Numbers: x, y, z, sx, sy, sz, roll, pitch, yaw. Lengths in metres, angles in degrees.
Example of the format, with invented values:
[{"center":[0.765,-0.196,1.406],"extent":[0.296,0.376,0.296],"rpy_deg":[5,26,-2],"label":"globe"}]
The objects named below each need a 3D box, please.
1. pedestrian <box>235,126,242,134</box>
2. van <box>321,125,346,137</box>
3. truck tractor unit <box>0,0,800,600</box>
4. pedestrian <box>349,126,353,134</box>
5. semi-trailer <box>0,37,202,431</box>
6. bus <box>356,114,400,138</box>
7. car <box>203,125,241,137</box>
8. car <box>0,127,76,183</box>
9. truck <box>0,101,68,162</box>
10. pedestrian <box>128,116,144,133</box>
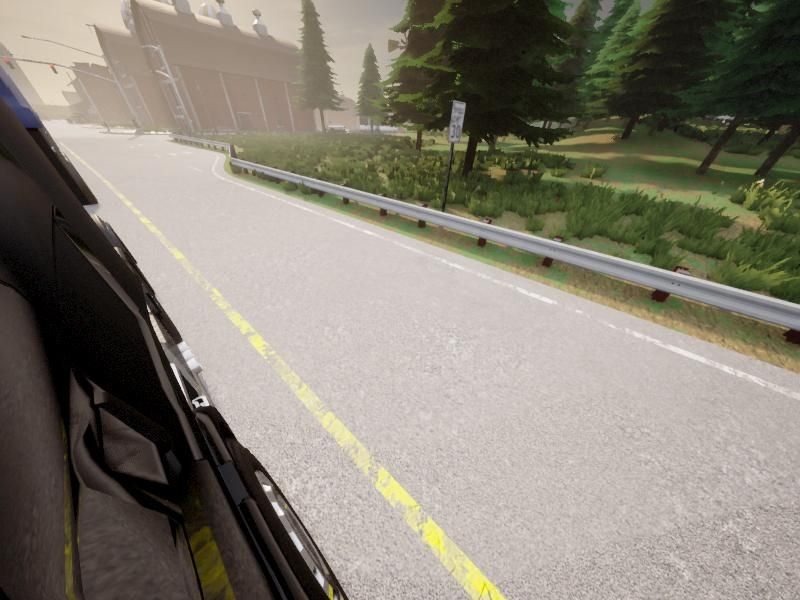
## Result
[{"center":[-28.389,-29.864,40.618],"extent":[0.500,1.100,0.500],"rpy_deg":[29,44,30],"label":"pedestrian"},{"center":[-14.161,-36.236,49.535],"extent":[2.069,2.038,4.480],"rpy_deg":[28,43,29],"label":"van"},{"center":[-2.645,-0.295,0.351],"extent":[6.516,4.208,3.053],"rpy_deg":[28,44,30],"label":"truck tractor unit"},{"center":[-14.299,-49.625,67.279],"extent":[0.751,1.860,0.751],"rpy_deg":[21,40,22],"label":"pedestrian"},{"center":[-8.746,-3.573,4.180],"extent":[14.254,4.402,2.717],"rpy_deg":[28,43,29],"label":"semi-trailer"},{"center":[-4.828,-40.447,53.902],"extent":[3.944,4.253,10.273],"rpy_deg":[28,43,29],"label":"bus"},{"center":[-27.761,-26.434,36.143],"extent":[1.994,1.385,4.181],"rpy_deg":[27,43,29],"label":"car"},{"center":[-16.060,-6.230,9.719],"extent":[4.902,1.511,2.128],"rpy_deg":[27,43,29],"label":"car"},{"center":[-21.925,-9.537,12.950],"extent":[5.204,2.467,2.627],"rpy_deg":[27,43,28],"label":"truck"},{"center":[-36.697,-24.370,32.111],"extent":[0.751,1.860,0.751],"rpy_deg":[-29,47,-35],"label":"pedestrian"}]
